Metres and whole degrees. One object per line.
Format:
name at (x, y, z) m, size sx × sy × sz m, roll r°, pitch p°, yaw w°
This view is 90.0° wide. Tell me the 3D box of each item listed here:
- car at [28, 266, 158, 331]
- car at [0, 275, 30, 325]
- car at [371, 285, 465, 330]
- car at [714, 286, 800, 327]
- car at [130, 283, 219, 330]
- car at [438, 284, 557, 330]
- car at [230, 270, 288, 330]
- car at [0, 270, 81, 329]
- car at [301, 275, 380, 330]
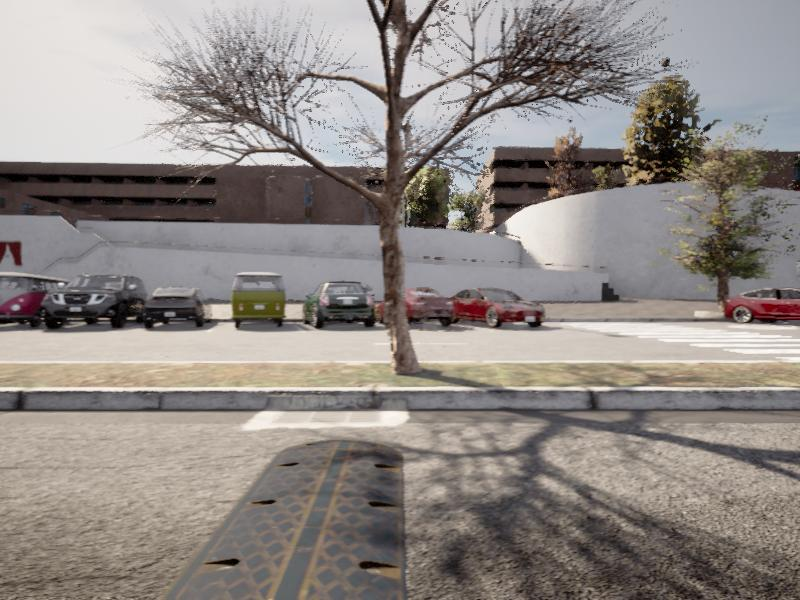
car at (-11.429, -0.005, 15.537) m, size 2.435 × 2.045 × 5.566 m, roll 0°, pitch -1°, yaw -20°
car at (-17.426, 0.002, 15.592) m, size 2.435 × 2.045 × 5.566 m, roll 0°, pitch -1°, yaw -20°
car at (0.486, 0.273, 15.547) m, size 2.002 × 1.452 × 4.674 m, roll 0°, pitch -1°, yaw -20°
car at (15.511, 0.246, 15.517) m, size 2.163 × 1.488 × 4.792 m, roll 1°, pitch -1°, yaw -20°
car at (-8.461, 0.245, 15.551) m, size 2.231 × 1.521 × 4.892 m, roll 0°, pitch -1°, yaw -20°
car at (3.505, 0.259, 15.524) m, size 2.163 × 1.488 × 4.792 m, roll 0°, pitch -1°, yaw -20°
car at (-5.521, 0.016, 15.667) m, size 1.878 × 1.987 × 4.442 m, roll 0°, pitch -1°, yaw -20°
car at (-14.383, 0.023, 15.455) m, size 1.878 × 1.987 × 4.442 m, roll 1°, pitch -1°, yaw -20°
car at (-2.486, 0.111, 15.526) m, size 2.185 × 1.767 × 4.553 m, roll 0°, pitch -1°, yaw -20°
